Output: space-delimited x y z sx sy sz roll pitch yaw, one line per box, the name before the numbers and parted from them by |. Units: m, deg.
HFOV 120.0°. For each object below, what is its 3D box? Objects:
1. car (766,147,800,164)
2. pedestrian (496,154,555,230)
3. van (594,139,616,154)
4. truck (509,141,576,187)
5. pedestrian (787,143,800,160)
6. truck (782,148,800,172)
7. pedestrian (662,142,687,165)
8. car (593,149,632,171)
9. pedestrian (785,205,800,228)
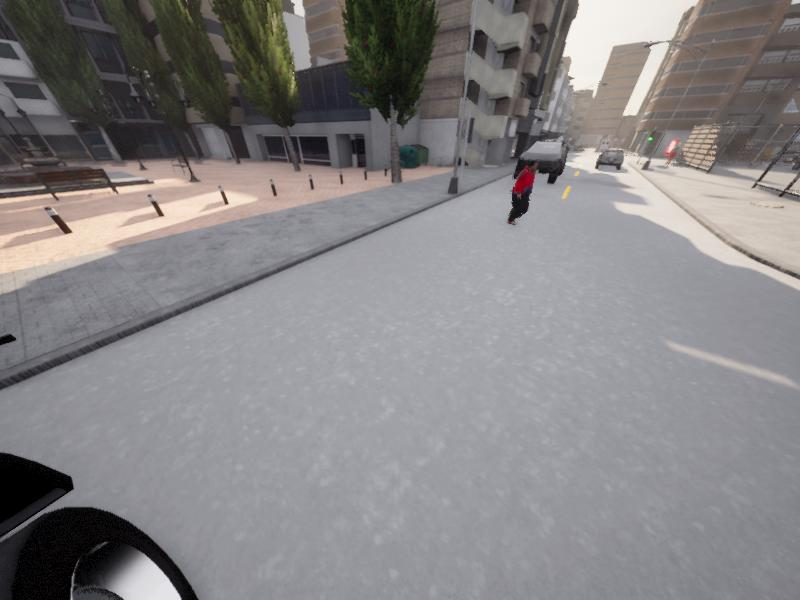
car | 45.977 -16.131 25.844 4.902 1.511 2.128 21 40 27
pedestrian | 3.568 -3.124 6.713 0.751 1.860 0.751 -20 40 -26
van | 41.547 -31.358 46.979 2.351 2.431 6.366 22 41 28
truck | 9.485 -9.154 15.153 2.390 2.098 6.274 22 41 28
pedestrian | 50.330 -18.720 29.026 0.751 1.860 0.751 21 40 26
truck | 33.919 -11.196 18.175 2.069 2.038 4.478 22 41 28
pedestrian | 27.402 -14.664 23.095 0.751 1.860 0.751 -25 42 -31
car | 19.740 -13.247 21.651 2.033 1.411 5.357 22 41 28
pedestrian | 12.225 -2.942 6.327 0.751 1.860 0.751 23 41 29
